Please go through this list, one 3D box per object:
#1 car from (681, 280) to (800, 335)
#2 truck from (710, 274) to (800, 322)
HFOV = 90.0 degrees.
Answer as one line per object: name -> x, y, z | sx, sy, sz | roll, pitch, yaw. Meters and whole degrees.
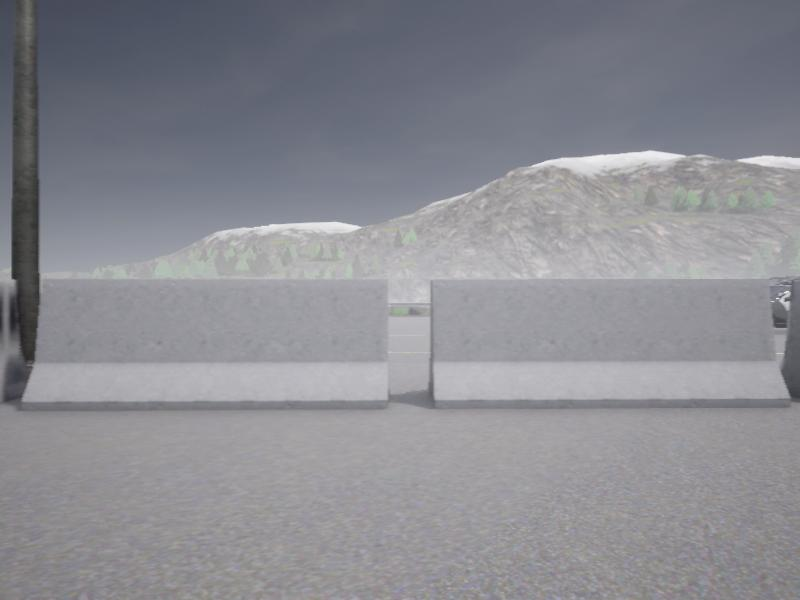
car -> 11.830, 0.213, 12.227 | 4.974, 1.542, 2.038 | 0, 0, 4
truck -> 18.626, -0.075, 18.657 | 6.274, 2.098, 2.390 | 0, 0, 6
